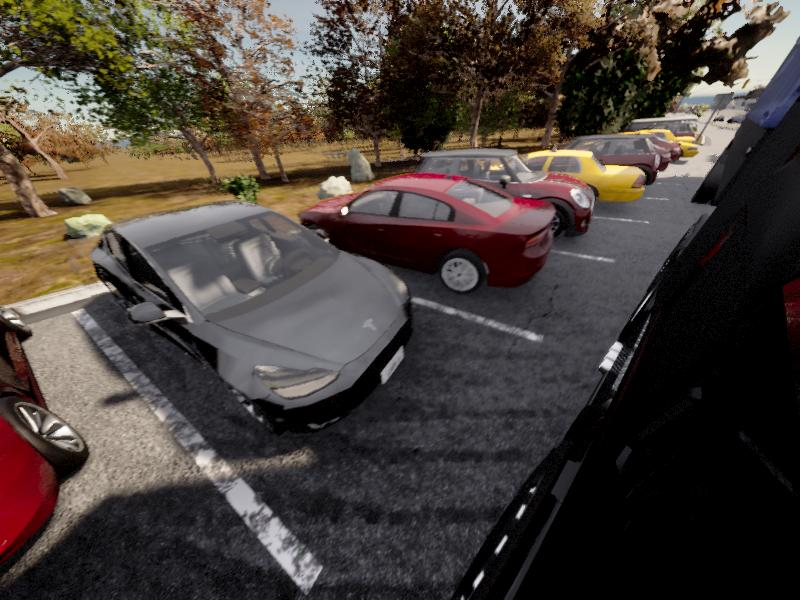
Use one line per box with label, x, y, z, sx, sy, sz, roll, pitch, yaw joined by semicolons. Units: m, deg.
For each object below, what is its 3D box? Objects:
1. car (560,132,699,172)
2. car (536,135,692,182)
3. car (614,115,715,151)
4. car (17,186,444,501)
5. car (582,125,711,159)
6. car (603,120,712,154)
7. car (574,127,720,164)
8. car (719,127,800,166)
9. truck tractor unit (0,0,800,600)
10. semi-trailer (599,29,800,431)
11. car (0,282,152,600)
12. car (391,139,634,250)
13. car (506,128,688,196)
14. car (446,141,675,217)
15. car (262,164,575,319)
car;11.289;-7.698;12.004;4.674;1.452;2.002;16;41;24
car;9.076;-6.452;10.481;4.674;1.452;2.002;16;41;25
car;20.122;-12.941;17.997;4.442;1.987;1.878;15;40;23
car;-2.144;-0.347;3.024;4.792;1.488;2.163;17;41;26
car;15.516;-10.290;15.130;5.366;1.575;1.946;15;40;24
car;17.884;-11.602;16.521;4.553;1.767;2.185;15;40;23
car;13.654;-8.944;13.442;5.366;1.575;1.946;16;40;24
car;19.137;-8.296;12.361;4.181;1.385;1.994;-30;45;-32
truck tractor unit;2.645;-0.295;0.352;6.516;4.208;3.053;-28;44;-30
semi-trailer;8.630;-3.652;4.290;14.254;4.402;2.717;-29;44;-30
car;-4.490;0.840;1.590;4.792;1.488;2.163;18;41;26
car;2.327;-2.909;5.903;4.553;1.767;2.185;17;40;25
car;6.866;-5.341;8.861;4.553;1.767;2.185;16;41;25
car;4.444;-4.068;7.524;5.366;1.575;1.946;17;41;25
car;0.101;-1.580;4.479;5.008;1.535;2.097;17;41;26
